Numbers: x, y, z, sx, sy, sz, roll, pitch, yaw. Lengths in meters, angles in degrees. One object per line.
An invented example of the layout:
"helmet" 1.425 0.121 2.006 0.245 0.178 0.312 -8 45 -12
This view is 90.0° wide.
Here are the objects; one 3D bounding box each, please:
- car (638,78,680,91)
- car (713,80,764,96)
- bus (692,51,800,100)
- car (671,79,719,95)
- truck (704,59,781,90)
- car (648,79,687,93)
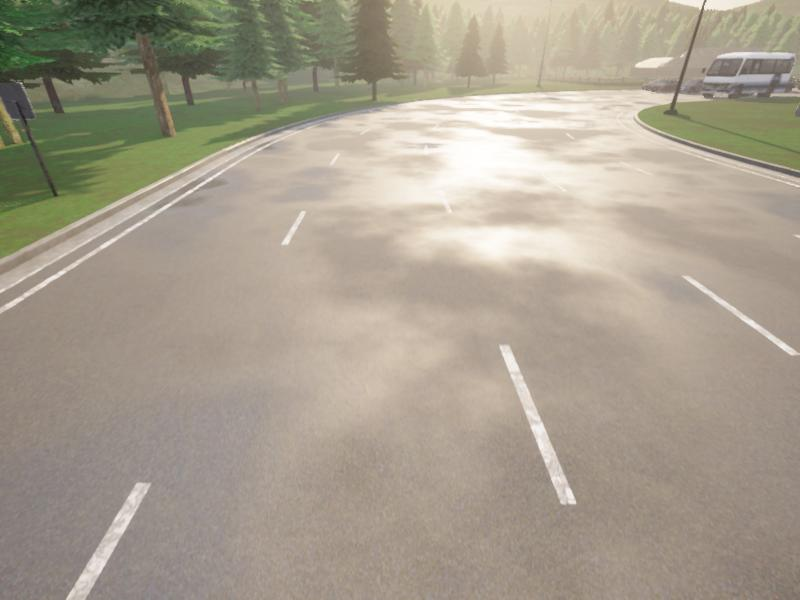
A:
"car" 36.614 -30.393 56.503 4.792 1.488 2.163 -11 32 -18
"car" 40.710 -25.536 48.132 5.366 1.575 1.801 -11 32 -18
"bus" 37.723 -24.247 43.237 10.273 4.253 3.944 -13 33 -20
"car" 36.947 -26.791 50.176 4.856 1.649 2.033 -11 32 -18
"truck" 50.367 -33.250 59.054 8.468 3.827 2.891 -6 31 -10
"car" 35.346 -28.309 52.932 4.193 1.474 1.816 -11 32 -18
